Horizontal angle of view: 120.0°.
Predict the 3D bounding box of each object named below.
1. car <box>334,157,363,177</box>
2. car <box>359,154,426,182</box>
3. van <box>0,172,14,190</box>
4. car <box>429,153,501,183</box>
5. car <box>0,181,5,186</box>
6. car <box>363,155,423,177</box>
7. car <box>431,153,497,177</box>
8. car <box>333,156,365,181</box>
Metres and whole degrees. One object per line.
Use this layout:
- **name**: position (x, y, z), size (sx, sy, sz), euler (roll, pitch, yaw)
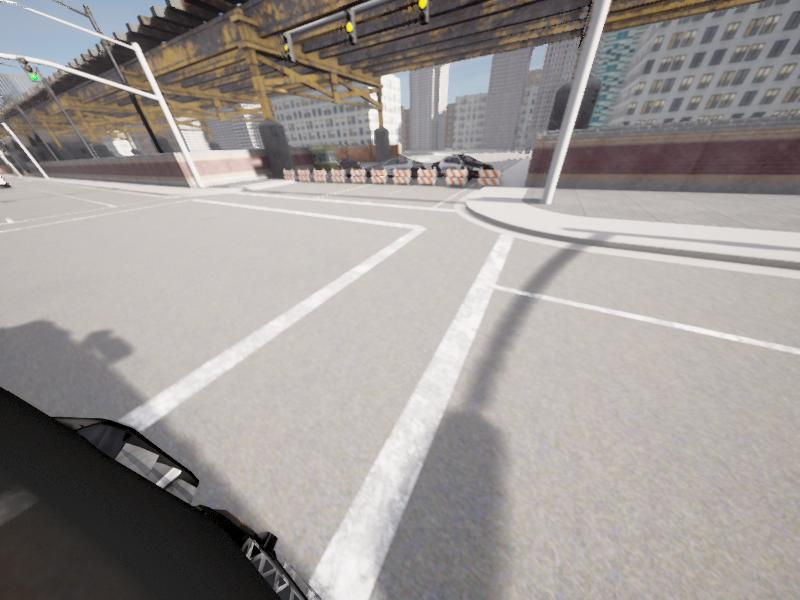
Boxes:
- **car**: position (-4.625, -11.897, 20.471), size (1.853, 1.218, 4.536), euler (-11, 34, -12)
- **car**: position (-0.612, -10.610, 18.510), size (4.974, 1.542, 2.038), euler (-6, 34, -4)
- **van**: position (-49.138, -14.627, 27.431), size (5.915, 2.561, 1.988), euler (16, 38, 26)
- **car**: position (4.425, -9.680, 16.724), size (2.038, 1.542, 4.974), euler (-20, 37, -24)
- **car**: position (-56.044, -16.326, 31.105), size (3.866, 1.878, 1.905), euler (16, 38, 26)
- **car**: position (-0.567, -10.746, 18.427), size (4.536, 1.218, 1.853), euler (-6, 34, -4)
- **car**: position (4.391, -9.835, 16.674), size (1.853, 1.218, 4.536), euler (-20, 37, -24)
- **car**: position (-4.603, -11.739, 20.517), size (2.038, 1.542, 4.974), euler (-11, 34, -12)
